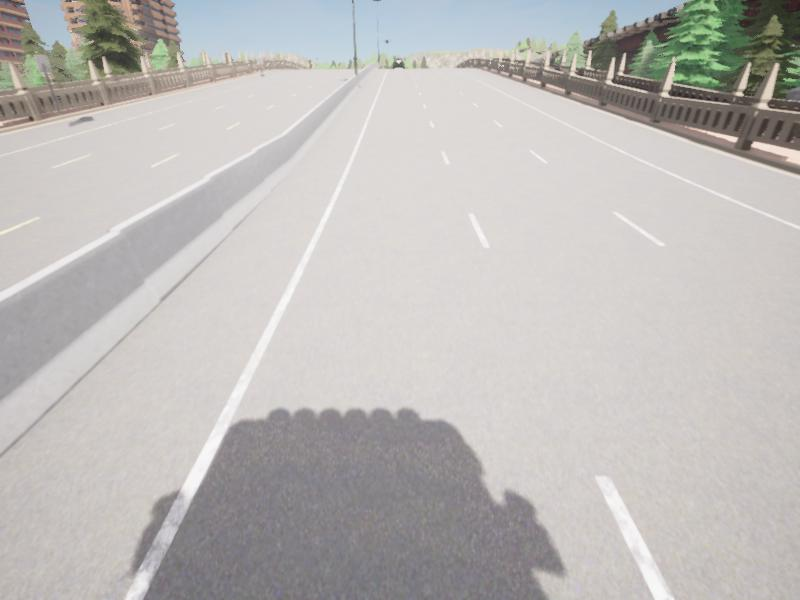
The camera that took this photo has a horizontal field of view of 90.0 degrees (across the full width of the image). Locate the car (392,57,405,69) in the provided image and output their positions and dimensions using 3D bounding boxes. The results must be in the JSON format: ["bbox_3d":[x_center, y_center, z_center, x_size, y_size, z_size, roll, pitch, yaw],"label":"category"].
[{"bbox_3d":[-0.225,-40.828,68.974,2.097,1.767,4.553,0,30,0],"label":"car"}]

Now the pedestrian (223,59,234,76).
[{"bbox_3d":[-21.917,-29.652,50.999,0.751,1.860,0.751,0,26,0],"label":"pedestrian"}]
